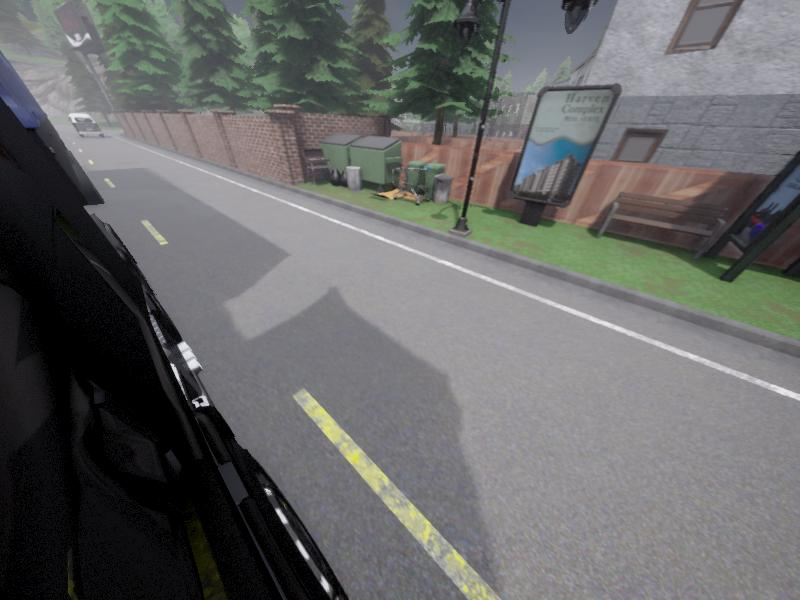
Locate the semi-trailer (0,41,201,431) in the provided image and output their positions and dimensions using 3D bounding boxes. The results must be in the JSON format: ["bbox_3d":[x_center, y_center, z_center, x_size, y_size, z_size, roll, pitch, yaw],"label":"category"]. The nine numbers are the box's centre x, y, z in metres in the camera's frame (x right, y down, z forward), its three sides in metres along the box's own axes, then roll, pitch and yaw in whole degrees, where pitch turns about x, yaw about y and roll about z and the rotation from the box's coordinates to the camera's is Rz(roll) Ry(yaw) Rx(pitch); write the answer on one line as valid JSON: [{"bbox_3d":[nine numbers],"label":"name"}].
[{"bbox_3d":[-8.683,-3.617,4.241,14.254,4.402,2.717,28,44,30],"label":"semi-trailer"}]

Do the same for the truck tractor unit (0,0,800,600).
[{"bbox_3d":[-2.645,-0.295,0.352,6.516,4.208,3.053,28,44,30],"label":"truck tractor unit"}]

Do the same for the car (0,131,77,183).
[{"bbox_3d":[-15.717,-6.094,9.648,4.181,1.385,1.994,28,44,30],"label":"car"}]

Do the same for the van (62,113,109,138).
[{"bbox_3d":[-34.227,-18.980,25.128,4.480,2.038,2.069,28,44,30],"label":"van"}]
